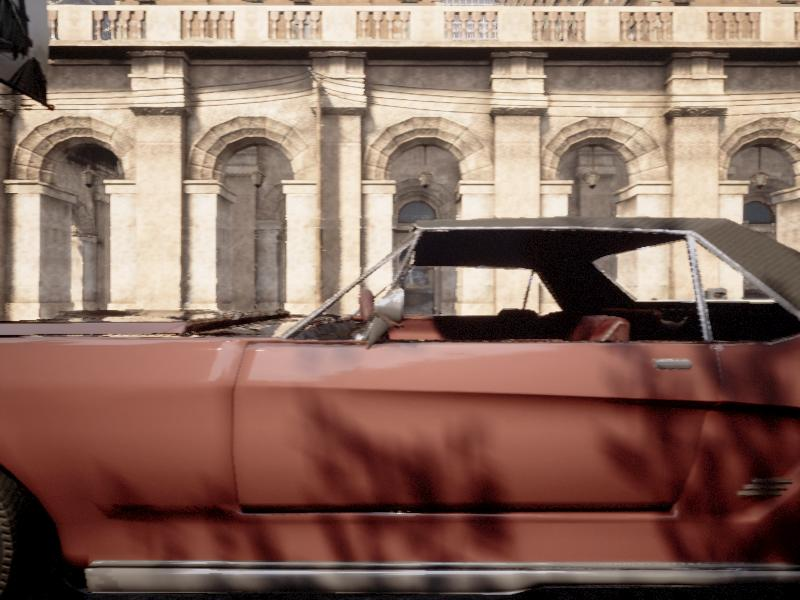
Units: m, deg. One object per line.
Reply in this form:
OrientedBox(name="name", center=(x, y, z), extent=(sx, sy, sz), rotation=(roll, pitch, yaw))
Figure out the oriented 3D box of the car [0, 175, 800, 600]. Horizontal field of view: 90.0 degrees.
OrientedBox(name="car", center=(0.191, 0.339, 1.951), extent=(4.718, 1.301, 1.895), rotation=(0, 0, 0))
